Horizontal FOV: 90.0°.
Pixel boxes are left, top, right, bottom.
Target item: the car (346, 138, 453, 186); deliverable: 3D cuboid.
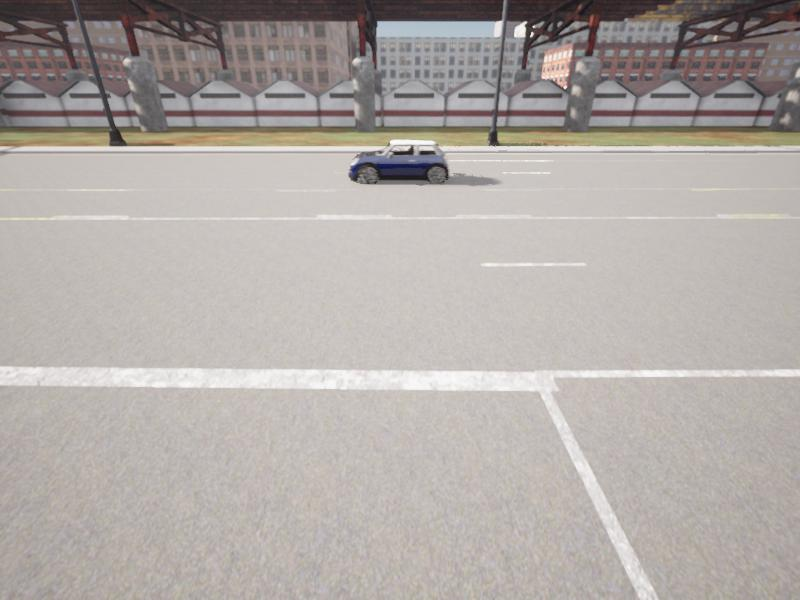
[{"bbox_3d":[-0.027,-5.340,15.406,3.806,1.475,1.970,0,27,0],"label":"car"}]
